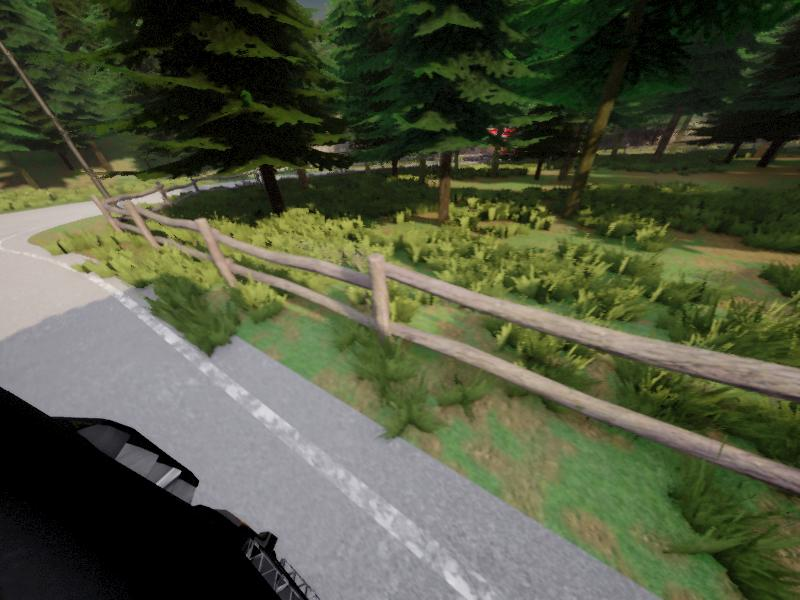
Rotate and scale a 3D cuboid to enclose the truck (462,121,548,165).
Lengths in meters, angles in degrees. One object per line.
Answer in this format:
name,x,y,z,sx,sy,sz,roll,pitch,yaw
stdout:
truck,12.339,-18.871,27.903,8.468,3.827,2.891,-6,34,-4
